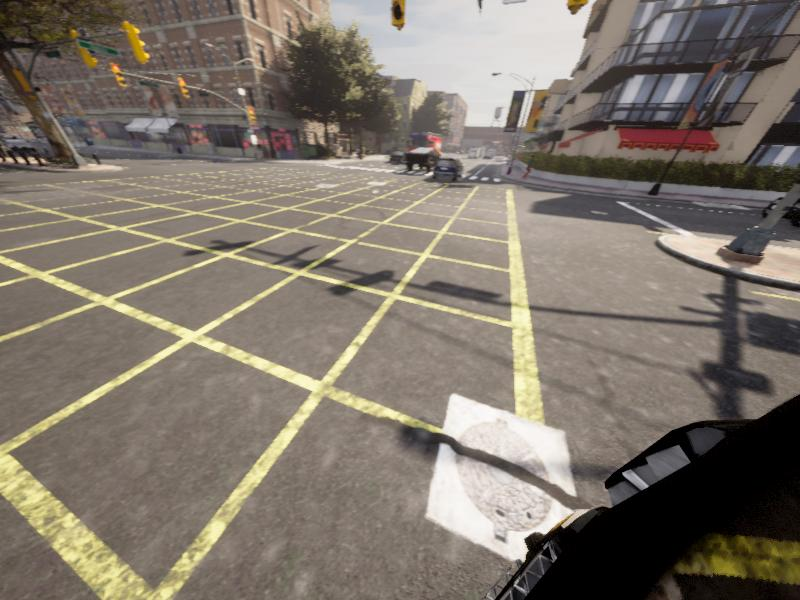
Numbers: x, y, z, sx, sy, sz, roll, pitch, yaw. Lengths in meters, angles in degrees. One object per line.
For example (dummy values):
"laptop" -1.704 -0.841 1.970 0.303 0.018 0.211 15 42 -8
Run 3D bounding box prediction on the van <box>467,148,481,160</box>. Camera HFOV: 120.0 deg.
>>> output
"van" 19.711 -38.916 61.373 2.351 2.431 6.366 14 35 16

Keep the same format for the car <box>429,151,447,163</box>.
"car" 6.863 -25.762 41.520 1.801 1.575 5.366 14 35 16

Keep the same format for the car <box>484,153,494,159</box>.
"car" 26.253 -42.374 67.956 2.033 1.411 5.357 14 35 16

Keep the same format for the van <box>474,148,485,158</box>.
"van" 26.067 -47.962 75.368 2.351 2.431 6.366 14 35 16

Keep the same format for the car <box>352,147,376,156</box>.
"car" -8.023 -33.091 51.403 4.974 1.542 2.038 15 35 17

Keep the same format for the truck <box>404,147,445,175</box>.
"truck" 2.632 -14.482 23.877 2.390 2.098 6.274 14 35 16

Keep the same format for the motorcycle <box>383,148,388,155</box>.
"motorcycle" -3.696 -37.903 58.907 0.764 1.277 2.356 -11 35 -3

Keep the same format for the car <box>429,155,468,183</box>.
"car" 4.138 -10.988 19.194 2.033 1.649 4.856 14 36 16

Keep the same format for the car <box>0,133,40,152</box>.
"car" -41.043 -16.589 24.312 3.806 1.475 1.970 14 35 16

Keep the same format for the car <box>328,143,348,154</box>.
"car" -14.356 -34.884 53.283 3.866 1.878 1.905 14 35 16

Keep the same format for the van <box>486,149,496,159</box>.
"van" 29.360 -47.192 74.465 2.351 2.431 6.366 14 35 16

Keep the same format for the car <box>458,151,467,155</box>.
"car" 24.886 -58.644 92.137 1.812 1.442 4.674 1 34 -3

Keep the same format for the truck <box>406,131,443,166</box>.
"truck" 3.743 -22.194 33.935 2.891 3.827 8.468 14 35 16

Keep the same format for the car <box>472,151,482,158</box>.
"car" 22.994 -43.284 68.863 1.930 1.638 5.238 14 35 16

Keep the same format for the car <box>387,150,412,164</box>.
"car" -0.046 -21.412 34.446 1.930 1.638 5.238 13 35 15

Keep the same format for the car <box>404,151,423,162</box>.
"car" 2.353 -24.747 39.787 1.812 1.442 4.674 14 35 16

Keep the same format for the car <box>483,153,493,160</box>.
"car" 23.419 -38.336 61.725 1.994 1.385 4.181 14 35 16

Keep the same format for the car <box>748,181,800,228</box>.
"car" 18.379 -3.811 9.601 3.705 1.549 1.789 14 35 16

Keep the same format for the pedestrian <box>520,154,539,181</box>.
"pedestrian" 10.795 -11.087 19.313 0.751 1.860 0.751 25 40 29
